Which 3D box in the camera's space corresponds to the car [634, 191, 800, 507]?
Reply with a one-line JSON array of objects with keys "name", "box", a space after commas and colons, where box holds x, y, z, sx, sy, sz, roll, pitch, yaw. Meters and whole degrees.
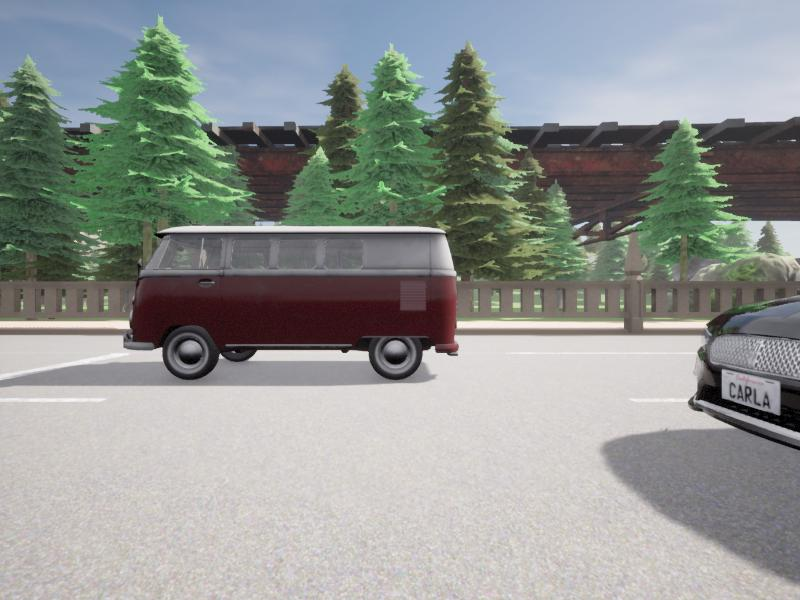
[{"name": "car", "box": [4.363, 0.237, 2.200, 4.902, 1.511, 2.128, 0, 0, 0]}]

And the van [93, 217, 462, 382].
[{"name": "van", "box": [-1.470, -0.002, 5.700, 4.442, 1.987, 1.775, 0, 0, 0]}]
